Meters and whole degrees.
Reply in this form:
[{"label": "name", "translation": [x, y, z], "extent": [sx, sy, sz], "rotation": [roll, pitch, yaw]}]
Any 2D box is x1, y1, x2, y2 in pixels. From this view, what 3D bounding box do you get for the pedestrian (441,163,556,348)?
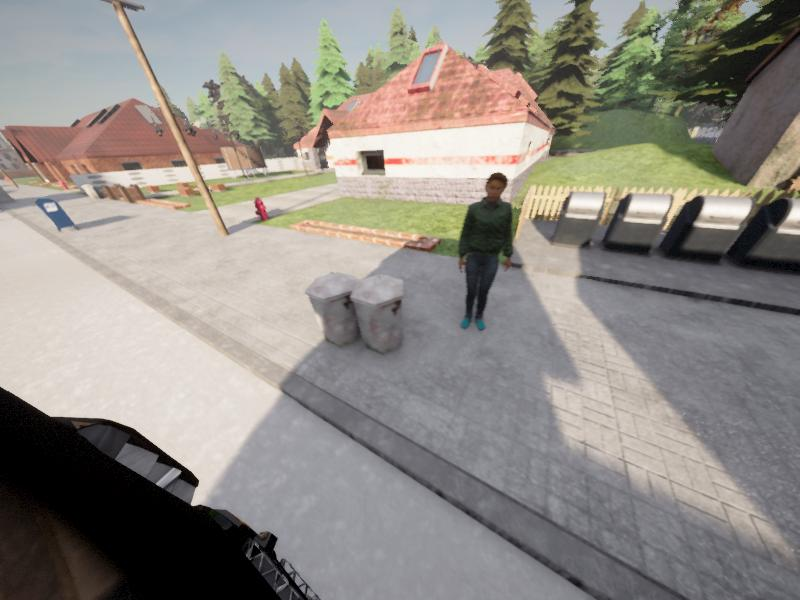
[{"label": "pedestrian", "translation": [0.947, -0.445, 2.638], "extent": [0.751, 1.860, 0.751], "rotation": [7, 35, 14]}]
